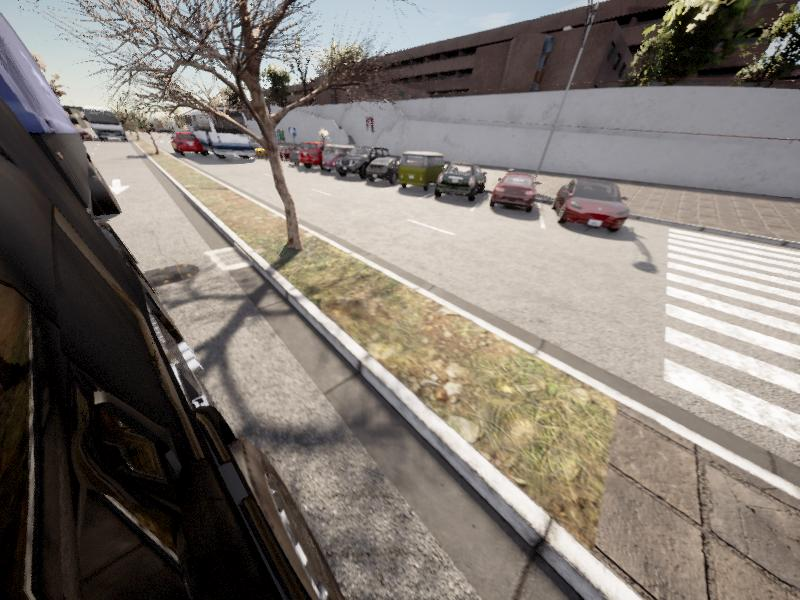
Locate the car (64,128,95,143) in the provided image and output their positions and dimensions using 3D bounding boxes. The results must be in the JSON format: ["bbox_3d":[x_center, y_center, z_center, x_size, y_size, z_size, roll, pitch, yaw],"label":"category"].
[{"bbox_3d":[-44.387,-22.879,32.093,1.994,1.385,4.181,-27,45,-37],"label":"car"}]

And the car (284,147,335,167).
[{"bbox_3d":[-8.912,-14.378,23.297,2.002,1.452,4.674,17,35,19],"label":"car"}]

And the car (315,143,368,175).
[{"bbox_3d":[-4.757,-11.985,19.655,1.878,1.987,4.442,18,36,19],"label":"car"}]

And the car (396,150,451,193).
[{"bbox_3d":[1.604,-8.270,14.726,1.878,1.987,4.442,17,35,19],"label":"car"}]

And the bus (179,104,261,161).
[{"bbox_3d":[-19.755,-18.129,25.252,3.944,4.253,10.273,-27,45,-37],"label":"bus"}]

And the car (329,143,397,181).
[{"bbox_3d":[-2.628,-10.772,18.005,2.435,2.045,5.566,18,36,19],"label":"car"}]

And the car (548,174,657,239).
[{"bbox_3d":[7.816,-4.149,9.628,2.163,1.488,4.792,18,36,19],"label":"car"}]

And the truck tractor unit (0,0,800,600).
[{"bbox_3d":[-2.645,-0.295,0.352,6.516,4.208,3.053,28,44,30],"label":"truck tractor unit"}]

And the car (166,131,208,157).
[{"bbox_3d":[-23.583,-17.236,25.514,2.150,2.045,5.566,-27,45,-37],"label":"car"}]

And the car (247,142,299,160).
[{"bbox_3d":[-15.250,-18.187,28.225,1.946,1.575,5.366,18,36,19],"label":"car"}]

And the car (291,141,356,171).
[{"bbox_3d":[-6.792,-13.355,21.461,2.435,2.045,5.566,17,35,19],"label":"car"}]

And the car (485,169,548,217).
[{"bbox_3d":[5.716,-5.439,11.371,2.002,1.452,4.674,17,35,19],"label":"car"}]

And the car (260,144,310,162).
[{"bbox_3d":[-13.100,-16.943,26.669,2.163,1.488,4.792,18,36,19],"label":"car"}]

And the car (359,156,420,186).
[{"bbox_3d":[-0.550,-9.298,16.459,2.231,1.521,4.892,17,35,19],"label":"car"}]

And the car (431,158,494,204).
[{"bbox_3d":[3.626,-6.840,12.963,2.185,1.767,4.553,17,35,19],"label":"car"}]

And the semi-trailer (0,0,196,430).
[{"bbox_3d":[-8.548,-3.575,4.544,14.254,4.402,2.717,28,41,33],"label":"semi-trailer"}]

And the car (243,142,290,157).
[{"bbox_3d":[-17.260,-19.559,30.106,2.163,1.488,4.792,18,36,19],"label":"car"}]

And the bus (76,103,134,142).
[{"bbox_3d":[-46.697,-28.083,36.883,3.944,4.253,10.273,-27,45,-37],"label":"bus"}]
